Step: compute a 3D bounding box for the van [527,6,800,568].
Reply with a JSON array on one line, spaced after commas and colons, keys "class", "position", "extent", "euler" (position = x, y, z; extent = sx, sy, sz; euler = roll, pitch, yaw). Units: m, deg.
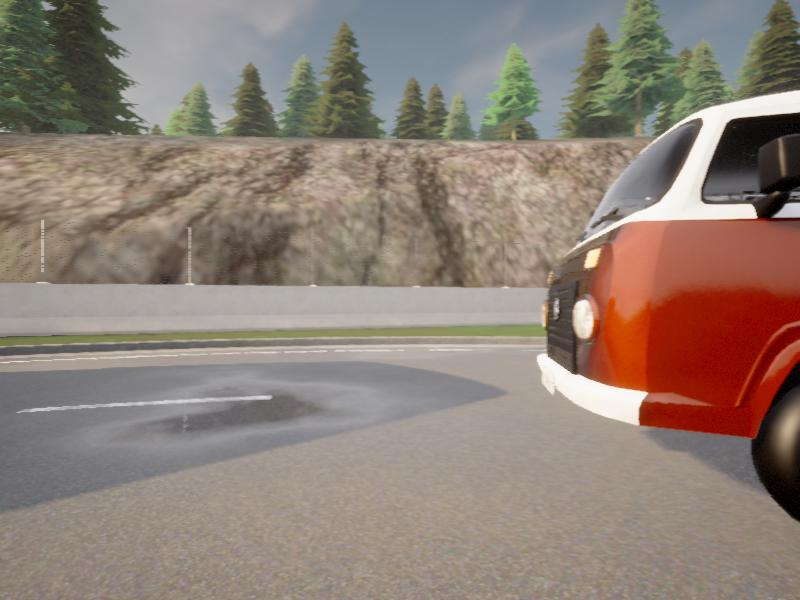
[{"class": "van", "position": [3.153, -0.038, 2.167], "extent": [4.480, 2.038, 2.069], "euler": [0, -1, 11]}]
